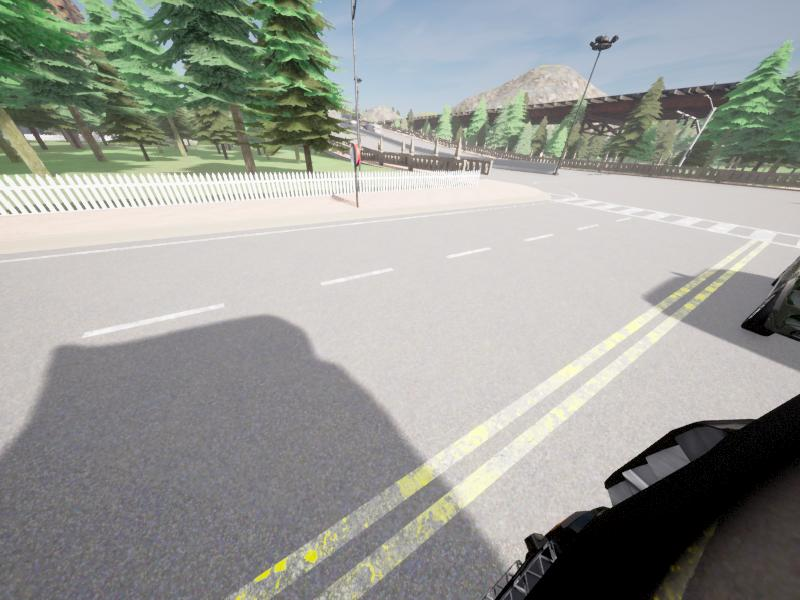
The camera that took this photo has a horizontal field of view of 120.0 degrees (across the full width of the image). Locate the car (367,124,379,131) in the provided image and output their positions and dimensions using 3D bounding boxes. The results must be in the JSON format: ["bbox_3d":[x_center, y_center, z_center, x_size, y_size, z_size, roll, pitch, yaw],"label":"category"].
[{"bbox_3d":[-9.530,-60.895,81.449,2.163,1.488,4.792,-17,46,-27],"label":"car"}]

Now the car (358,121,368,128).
[{"bbox_3d":[-14.022,-66.082,86.869,1.801,1.575,5.366,-17,46,-27],"label":"car"}]

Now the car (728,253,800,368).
[{"bbox_3d":[7.414,-0.202,3.200,4.553,1.767,2.097,-16,38,-26],"label":"car"}]

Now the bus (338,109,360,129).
[{"bbox_3d":[-17.776,-62.793,80.141,3.944,4.253,10.273,-17,46,-27],"label":"bus"}]

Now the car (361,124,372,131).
[{"bbox_3d":[-11.456,-58.779,78.572,1.816,1.474,4.193,-17,46,-27],"label":"car"}]

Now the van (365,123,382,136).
[{"bbox_3d":[-7.880,-50.771,68.807,2.351,2.431,6.366,-17,46,-27],"label":"van"}]
